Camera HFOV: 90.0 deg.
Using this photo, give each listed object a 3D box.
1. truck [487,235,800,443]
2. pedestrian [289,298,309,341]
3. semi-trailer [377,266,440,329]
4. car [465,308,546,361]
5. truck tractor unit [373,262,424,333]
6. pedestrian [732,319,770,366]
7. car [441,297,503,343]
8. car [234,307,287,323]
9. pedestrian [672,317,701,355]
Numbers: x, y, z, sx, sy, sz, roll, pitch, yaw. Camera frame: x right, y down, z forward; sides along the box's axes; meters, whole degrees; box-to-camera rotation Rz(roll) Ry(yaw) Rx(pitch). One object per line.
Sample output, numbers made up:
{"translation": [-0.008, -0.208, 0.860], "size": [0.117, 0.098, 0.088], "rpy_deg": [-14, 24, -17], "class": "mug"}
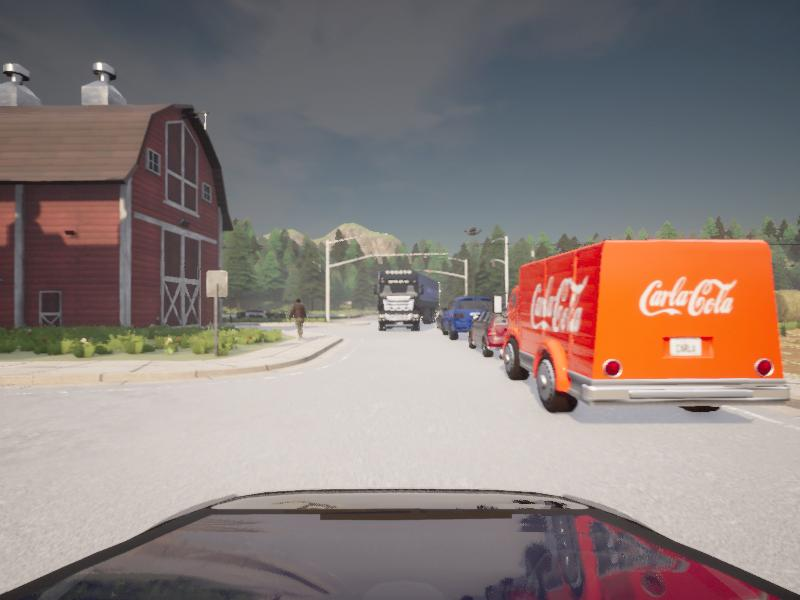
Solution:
{"translation": [3.481, 0.502, 7.369], "size": [2.627, 2.467, 5.204], "rpy_deg": [0, -1, 0], "class": "truck"}
{"translation": [-4.489, 0.845, 17.843], "size": [0.751, 1.860, 0.751], "rpy_deg": [0, -1, -23], "class": "pedestrian"}
{"translation": [1.240, -0.040, 34.987], "size": [2.717, 4.402, 14.254], "rpy_deg": [-1, -1, 13], "class": "semi-trailer"}
{"translation": [3.478, 1.062, 13.872], "size": [1.789, 1.549, 3.705], "rpy_deg": [0, -1, 0], "class": "car"}
{"translation": [-0.065, -0.069, 27.215], "size": [3.053, 4.208, 6.516], "rpy_deg": [0, -1, 0], "class": "truck tractor unit"}
{"translation": [8.583, 1.017, 9.796], "size": [0.500, 1.100, 0.500], "rpy_deg": [0, -1, -19], "class": "pedestrian"}
{"translation": [3.466, 0.918, 20.507], "size": [2.150, 2.045, 5.566], "rpy_deg": [0, -1, 0], "class": "car"}
{"translation": [-15.368, 1.634, 44.211], "size": [5.238, 1.638, 1.930], "rpy_deg": [0, -1, 1], "class": "car"}
{"translation": [8.538, 1.050, 11.936], "size": [0.500, 1.100, 0.500], "rpy_deg": [0, -1, 7], "class": "pedestrian"}
